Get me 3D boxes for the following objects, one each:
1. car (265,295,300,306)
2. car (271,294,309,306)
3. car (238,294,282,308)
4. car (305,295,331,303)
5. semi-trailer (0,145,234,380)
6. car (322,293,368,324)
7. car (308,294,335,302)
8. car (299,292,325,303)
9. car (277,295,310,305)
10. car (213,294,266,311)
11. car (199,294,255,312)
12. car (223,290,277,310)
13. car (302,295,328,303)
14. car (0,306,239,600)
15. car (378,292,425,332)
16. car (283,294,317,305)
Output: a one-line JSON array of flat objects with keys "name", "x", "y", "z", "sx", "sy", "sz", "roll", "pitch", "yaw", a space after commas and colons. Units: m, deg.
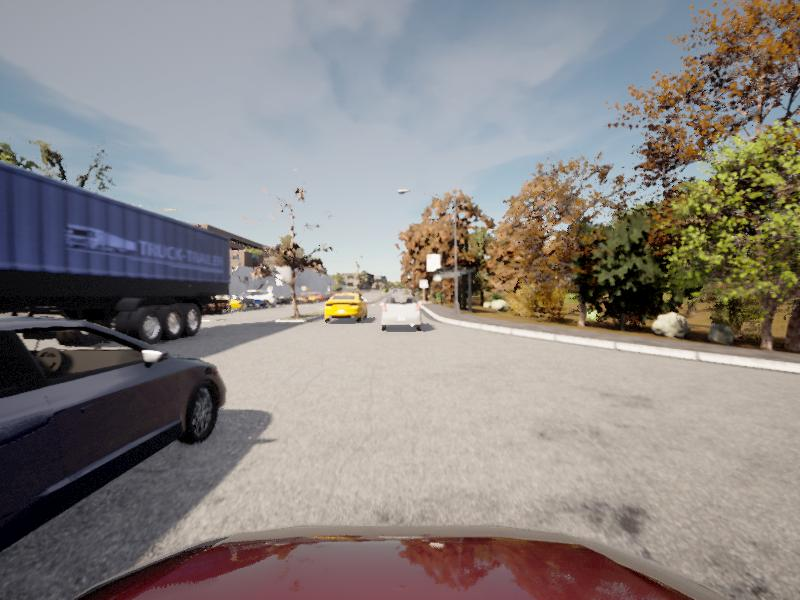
[{"name": "car", "x": -16.696, "y": 0.039, "z": 56.939, "sx": 4.674, "sy": 1.452, "sz": 2.002, "roll": -2, "pitch": 1, "yaw": -20}, {"name": "car", "x": -16.514, "y": -0.047, "z": 59.986, "sx": 5.366, "sy": 1.575, "sz": 1.946, "roll": -2, "pitch": 1, "yaw": -20}, {"name": "car", "x": -16.749, "y": 0.128, "z": 47.999, "sx": 4.892, "sy": 1.521, "sz": 2.231, "roll": -2, "pitch": 1, "yaw": -20}, {"name": "car", "x": -16.623, "y": -0.289, "z": 80.794, "sx": 4.792, "sy": 1.488, "sz": 2.163, "roll": -2, "pitch": 1, "yaw": -20}, {"name": "semi-trailer", "x": -8.833, "y": -0.765, "z": 10.769, "sx": 2.717, "sy": 4.402, "sz": 14.254, "roll": 0, "pitch": 1, "yaw": 0}, {"name": "car", "x": -2.940, "y": 0.380, "z": 22.462, "sx": 1.882, "sy": 1.535, "sz": 5.008, "roll": -1, "pitch": 1, "yaw": 0}, {"name": "car", "x": -16.412, "y": -0.388, "z": 83.861, "sx": 5.366, "sy": 1.575, "sz": 1.946, "roll": -2, "pitch": 1, "yaw": -20}, {"name": "car", "x": -16.520, "y": -0.451, "z": 74.885, "sx": 4.442, "sy": 1.987, "sz": 1.878, "roll": -2, "pitch": 0, "yaw": -20}, {"name": "car", "x": -16.701, "y": -0.043, "z": 62.891, "sx": 4.792, "sy": 1.488, "sz": 2.163, "roll": -2, "pitch": 1, "yaw": -20}, {"name": "car", "x": -16.771, "y": 0.223, "z": 42.034, "sx": 5.008, "sy": 1.535, "sz": 2.097, "roll": -2, "pitch": 1, "yaw": -20}, {"name": "car", "x": -16.771, "y": 0.275, "z": 39.049, "sx": 4.892, "sy": 1.521, "sz": 2.231, "roll": -2, "pitch": 1, "yaw": -20}, {"name": "car", "x": -16.785, "y": -0.078, "z": 44.994, "sx": 5.566, "sy": 2.045, "sz": 2.435, "roll": -2, "pitch": 1, "yaw": -20}, {"name": "car", "x": -16.604, "y": -0.231, "z": 77.822, "sx": 4.674, "sy": 1.452, "sz": 2.002, "roll": -2, "pitch": 1, "yaw": -20}, {"name": "car", "x": -2.993, "y": 0.840, "z": 3.069, "sx": 1.816, "sy": 1.474, "sz": 4.193, "roll": 0, "pitch": 1, "yaw": 0}, {"name": "car", "x": 0.047, "y": 0.452, "z": 17.640, "sx": 1.845, "sy": 1.501, "sz": 3.633, "roll": -1, "pitch": 2, "yaw": 0}, {"name": "car", "x": -16.488, "y": -0.116, "z": 65.952, "sx": 5.366, "sy": 1.575, "sz": 1.946, "roll": -2, "pitch": 0, "yaw": -20}]
